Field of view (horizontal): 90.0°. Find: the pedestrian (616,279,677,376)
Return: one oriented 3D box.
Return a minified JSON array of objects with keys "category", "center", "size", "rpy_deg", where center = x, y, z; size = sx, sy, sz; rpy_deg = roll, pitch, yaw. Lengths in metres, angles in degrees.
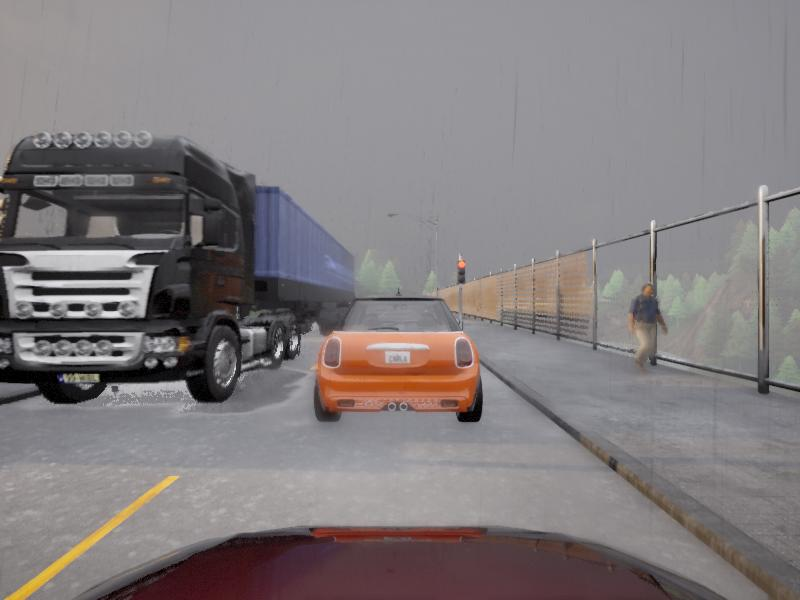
[{"category":"pedestrian","center":[4.932,0.533,8.051],"size":[0.751,1.860,0.751],"rpy_deg":[0,0,-1]}]

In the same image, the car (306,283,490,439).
[{"category":"car","center":[-0.001,0.694,6.836],"size":[2.097,1.767,4.553],"rpy_deg":[0,0,1]}]

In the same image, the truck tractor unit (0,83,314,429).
[{"category":"truck tractor unit","center":[-3.980,-0.525,8.127],"size":[3.053,4.208,6.516],"rpy_deg":[0,0,0]}]

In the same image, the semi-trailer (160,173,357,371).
[{"category":"semi-trailer","center":[-3.923,-0.620,16.043],"size":[2.717,4.402,14.254],"rpy_deg":[0,0,1]}]
